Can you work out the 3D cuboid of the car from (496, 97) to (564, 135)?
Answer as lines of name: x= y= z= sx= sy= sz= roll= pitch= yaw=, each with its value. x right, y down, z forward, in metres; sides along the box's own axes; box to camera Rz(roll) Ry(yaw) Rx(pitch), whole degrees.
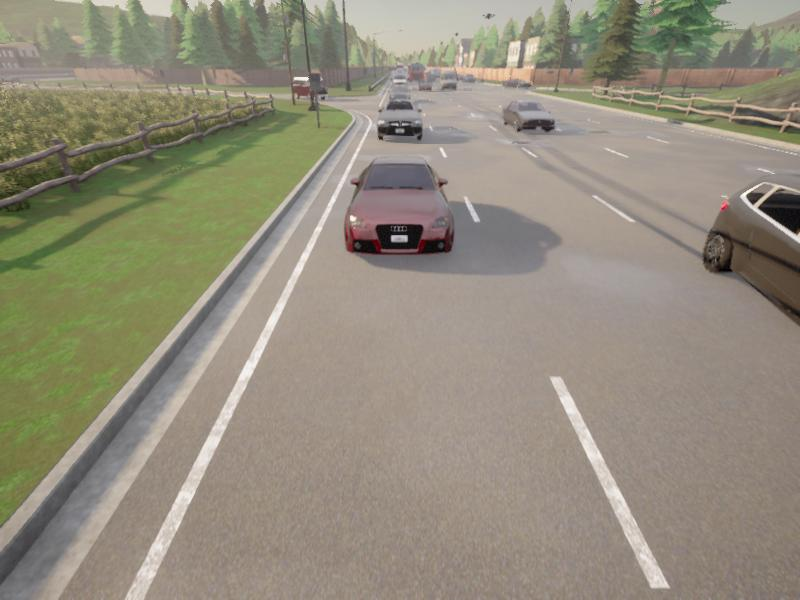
car: x=6.994 y=-10.320 z=22.263 sx=2.033 sy=1.411 sz=5.357 roll=0 pitch=30 yaw=0

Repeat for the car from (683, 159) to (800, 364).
car: x=6.031 y=-0.410 z=5.043 sx=2.242 sy=1.667 sz=4.611 roll=6 pitch=31 yaw=10

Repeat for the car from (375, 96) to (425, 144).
car: x=-0.004 y=-9.102 z=19.955 sx=2.152 sy=1.651 sz=5.027 roll=0 pitch=30 yaw=0

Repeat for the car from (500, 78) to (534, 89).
car: x=18.099 y=-33.781 z=62.372 sx=2.033 sy=1.411 sz=5.357 roll=-13 pitch=33 yaw=-21

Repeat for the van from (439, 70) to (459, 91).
van: x=6.982 y=-31.696 z=57.676 sx=1.988 sy=2.561 sz=5.915 roll=0 pitch=30 yaw=0

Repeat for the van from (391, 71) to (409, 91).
van: x=-0.016 y=-31.401 z=57.281 sx=2.351 sy=2.431 sz=6.366 roll=0 pitch=30 yaw=0

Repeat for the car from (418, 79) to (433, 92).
car: x=3.484 y=-29.449 z=54.835 sx=1.845 sy=1.501 sz=3.633 roll=0 pitch=30 yaw=0

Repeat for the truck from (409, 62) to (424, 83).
truck: x=3.470 y=-49.268 z=86.437 sx=2.891 sy=3.827 sz=8.468 roll=0 pitch=30 yaw=0

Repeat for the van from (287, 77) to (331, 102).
van: x=-9.272 y=-21.555 z=40.832 sx=2.069 sy=2.038 sz=4.480 roll=-27 pitch=39 yaw=-37

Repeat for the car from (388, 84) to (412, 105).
car: x=-0.010 y=-19.274 z=37.486 sx=2.163 sy=1.488 sz=4.792 roll=0 pitch=30 yaw=0

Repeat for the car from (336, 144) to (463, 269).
car: x=-0.015 y=-2.202 z=8.409 sx=1.994 sy=1.385 sz=4.181 roll=0 pitch=30 yaw=0

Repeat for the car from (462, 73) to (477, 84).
car: x=13.978 y=-44.667 z=80.595 sx=2.097 sy=1.767 sz=4.553 roll=0 pitch=30 yaw=0
